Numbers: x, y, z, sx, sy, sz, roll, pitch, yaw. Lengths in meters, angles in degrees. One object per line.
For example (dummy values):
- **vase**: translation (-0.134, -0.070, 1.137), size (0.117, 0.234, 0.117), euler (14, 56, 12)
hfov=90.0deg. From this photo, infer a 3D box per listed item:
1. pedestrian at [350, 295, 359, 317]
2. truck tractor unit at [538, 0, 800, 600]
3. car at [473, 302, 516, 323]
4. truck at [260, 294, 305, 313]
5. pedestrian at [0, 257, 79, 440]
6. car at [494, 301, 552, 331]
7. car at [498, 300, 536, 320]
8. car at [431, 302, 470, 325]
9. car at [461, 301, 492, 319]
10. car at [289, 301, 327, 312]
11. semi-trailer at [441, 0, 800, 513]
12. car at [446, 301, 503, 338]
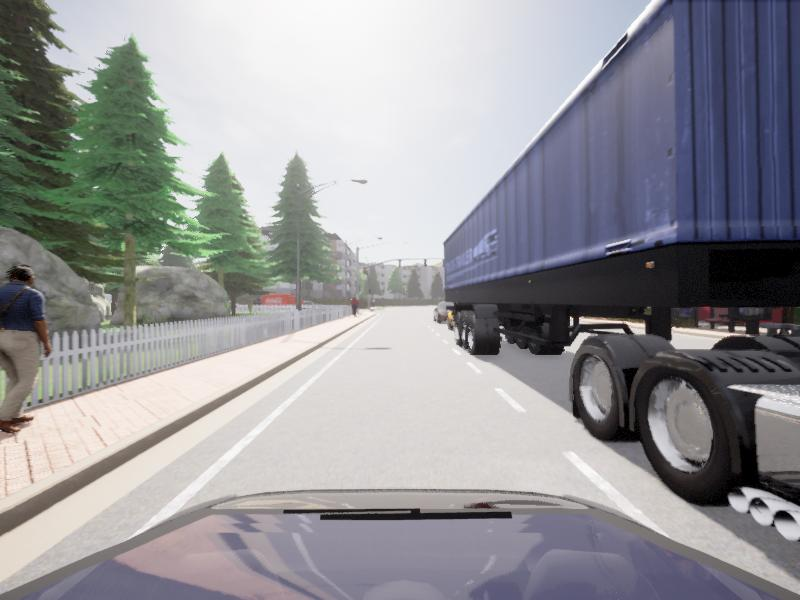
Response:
- **pedestrian**: translation (-3.963, 0.534, 35.052), size (0.751, 1.860, 0.751), euler (0, 0, 0)
- **truck tractor unit**: translation (3.455, -0.515, 2.293), size (3.053, 4.208, 6.516), euler (0, 0, 0)
- **car**: translation (7.023, 0.892, 30.248), size (2.163, 1.488, 4.792), euler (0, 0, 0)
- **truck**: translation (-15.657, 0.428, 53.675), size (5.204, 2.467, 2.627), euler (0, 0, 2)
- **pedestrian**: translation (-4.249, 0.492, 4.447), size (0.751, 1.860, 0.751), euler (0, 0, 0)
- **car**: translation (7.050, 0.855, 23.528), size (1.882, 1.535, 5.008), euler (0, 0, -1)
- **car**: translation (10.514, 0.827, 36.290), size (2.033, 1.649, 4.856), euler (0, 0, 0)
- **car**: translation (3.508, 0.891, 28.598), size (2.163, 1.488, 4.792), euler (0, 0, 0)
- **car**: translation (7.014, 0.873, 37.085), size (1.882, 1.535, 5.008), euler (0, 0, 0)
- **car**: translation (-13.109, 0.912, 57.109), size (4.902, 1.511, 2.128), euler (0, 0, 2)
- **semi-trailer**: translation (3.309, -0.633, 10.197), size (2.717, 4.402, 14.254), euler (-1, 0, -1)
- **car**: translation (3.515, 0.831, 19.832), size (1.801, 1.575, 5.366), euler (0, 0, 0)
